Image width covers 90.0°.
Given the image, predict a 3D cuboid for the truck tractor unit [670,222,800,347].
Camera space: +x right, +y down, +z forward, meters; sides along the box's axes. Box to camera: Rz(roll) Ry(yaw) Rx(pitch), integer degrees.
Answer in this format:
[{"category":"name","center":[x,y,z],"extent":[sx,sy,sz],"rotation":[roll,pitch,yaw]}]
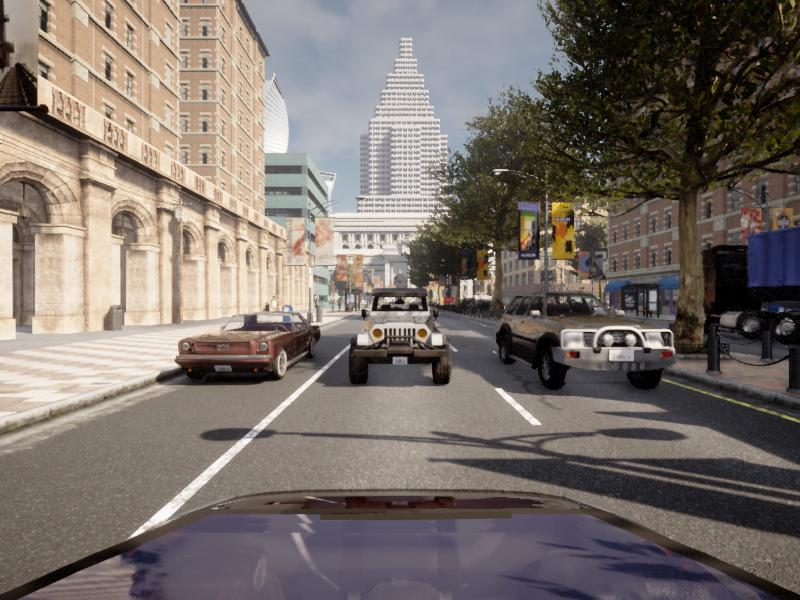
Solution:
[{"category":"truck tractor unit","center":[14.992,-0.522,16.705],"extent":[3.053,4.208,6.516],"rotation":[0,0,0]}]

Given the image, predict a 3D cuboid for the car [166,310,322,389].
[{"category":"car","center":[-3.250,0.940,9.526],"extent":[1.895,1.301,4.718],"rotation":[0,0,0]}]

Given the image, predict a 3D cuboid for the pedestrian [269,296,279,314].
[{"category":"pedestrian","center":[-12.477,0.491,39.622],"extent":[0.751,1.860,0.751],"rotation":[0,0,0]}]

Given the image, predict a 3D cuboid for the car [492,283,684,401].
[{"category":"car","center":[3.495,0.653,8.605],"extent":[1.932,1.855,4.605],"rotation":[0,0,0]}]

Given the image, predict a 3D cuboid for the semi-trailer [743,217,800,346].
[{"category":"semi-trailer","center":[15.001,-0.619,8.787],"extent":[2.717,4.402,14.254],"rotation":[0,0,0]}]

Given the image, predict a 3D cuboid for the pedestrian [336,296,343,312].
[{"category":"pedestrian","center":[-7.482,0.492,49.564],"extent":[0.751,1.860,0.751],"rotation":[0,0,0]}]

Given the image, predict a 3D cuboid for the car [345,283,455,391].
[{"category":"car","center":[-0.001,0.647,8.915],"extent":[1.905,1.878,3.866],"rotation":[0,0,0]}]
